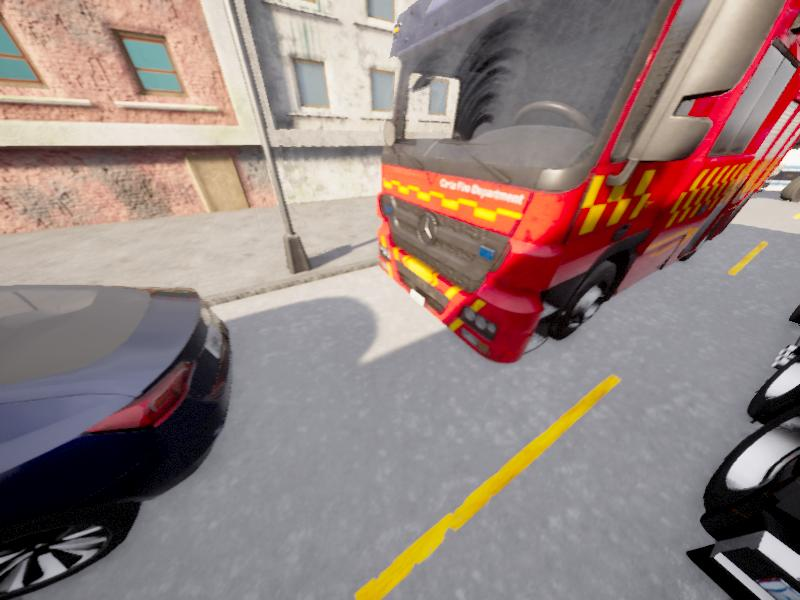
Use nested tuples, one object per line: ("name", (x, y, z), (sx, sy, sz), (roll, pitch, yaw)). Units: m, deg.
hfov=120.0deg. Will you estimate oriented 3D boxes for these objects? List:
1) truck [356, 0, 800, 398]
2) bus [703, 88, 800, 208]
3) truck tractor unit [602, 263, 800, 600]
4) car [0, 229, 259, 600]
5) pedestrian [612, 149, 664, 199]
("truck", (3.892, -2.443, 4.200), (8.468, 3.827, 2.891), (-18, 39, -25))
("bus", (21.674, -6.025, 9.118), (10.273, 4.253, 3.944), (15, 39, 22))
("truck tractor unit", (5.108, -0.304, 0.784), (6.516, 4.208, 3.053), (-18, 39, -24))
("car", (-3.711, 1.057, 1.156), (4.792, 1.488, 2.163), (-18, 39, -24))
("pedestrian", (10.562, -5.620, 10.317), (0.751, 1.860, 0.751), (-19, 39, -25))
